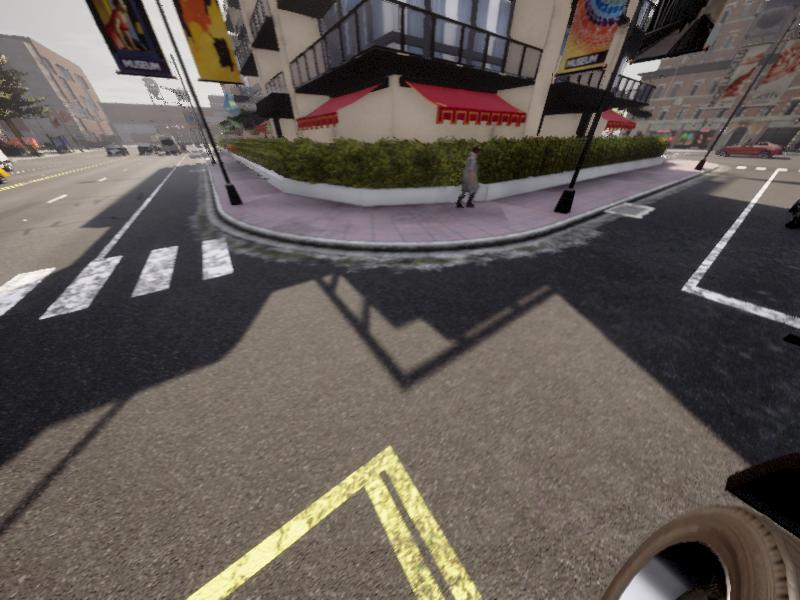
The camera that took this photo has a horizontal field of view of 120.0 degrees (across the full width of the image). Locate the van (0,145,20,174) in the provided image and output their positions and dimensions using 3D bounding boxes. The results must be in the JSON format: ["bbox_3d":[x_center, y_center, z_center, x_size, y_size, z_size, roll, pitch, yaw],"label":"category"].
[{"bbox_3d":[-33.190,-11.009,17.579,1.988,2.561,5.915,-23,42,-28],"label":"van"}]

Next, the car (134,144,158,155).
[{"bbox_3d":[-43.495,-25.880,39.660,1.837,1.490,4.892,-22,41,-28],"label":"car"}]

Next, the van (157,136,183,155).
[{"bbox_3d":[-40.086,-27.036,40.365,1.988,2.561,5.915,-22,41,-28],"label":"van"}]

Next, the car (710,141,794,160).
[{"bbox_3d":[41.990,-18.068,27.769,2.152,1.651,5.027,-16,38,-21],"label":"car"}]

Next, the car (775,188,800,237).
[{"bbox_3d":[13.321,-2.869,6.655,5.357,1.411,2.033,-22,41,-28],"label":"car"}]

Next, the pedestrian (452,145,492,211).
[{"bbox_3d":[2.320,-4.036,7.689,0.751,1.860,0.751,-4,35,-5],"label":"pedestrian"}]

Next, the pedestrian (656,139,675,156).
[{"bbox_3d":[34.659,-19.888,30.159,0.751,1.860,0.751,-21,40,-26],"label":"pedestrian"}]

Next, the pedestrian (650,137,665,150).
[{"bbox_3d":[44.074,-26.744,39.537,0.751,1.860,0.751,-12,37,-15],"label":"pedestrian"}]

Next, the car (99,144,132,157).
[{"bbox_3d":[-45.658,-24.149,37.208,2.128,1.511,4.902,-22,41,-28],"label":"car"}]

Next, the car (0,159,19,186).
[{"bbox_3d":[-24.321,-6.937,12.571,1.801,1.575,5.366,-22,41,-28],"label":"car"}]
